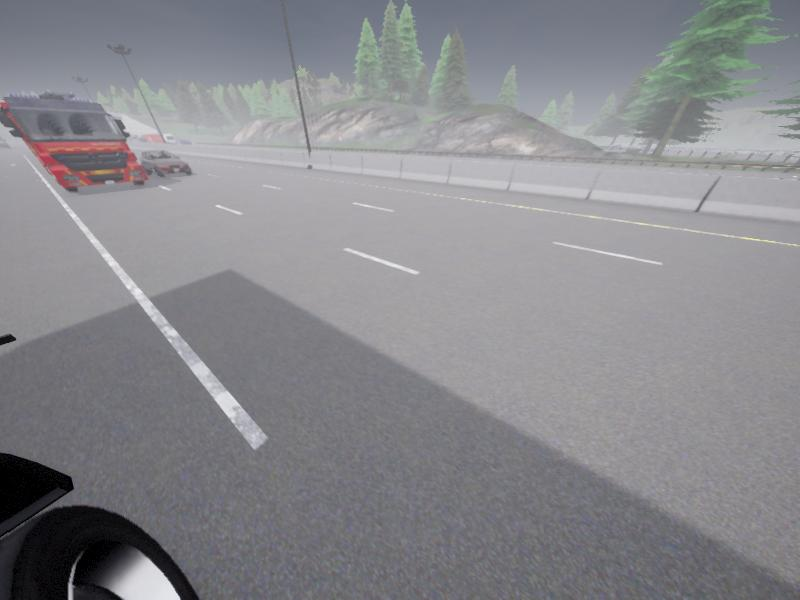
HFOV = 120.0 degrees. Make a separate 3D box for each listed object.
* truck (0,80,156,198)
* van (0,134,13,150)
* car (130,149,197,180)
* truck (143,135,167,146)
[{"bbox_3d":[-16.939,-8.111,11.954,8.468,3.827,2.891,23,41,29],"label":"truck"},{"bbox_3d":[-76.872,-30.264,44.047,5.915,2.561,1.988,23,41,28],"label":"van"},{"bbox_3d":[-15.936,-9.229,15.575,4.193,1.474,1.816,23,41,29],"label":"car"},{"bbox_3d":[-66.396,-43.295,62.589,5.204,2.467,2.627,23,41,28],"label":"truck"}]
